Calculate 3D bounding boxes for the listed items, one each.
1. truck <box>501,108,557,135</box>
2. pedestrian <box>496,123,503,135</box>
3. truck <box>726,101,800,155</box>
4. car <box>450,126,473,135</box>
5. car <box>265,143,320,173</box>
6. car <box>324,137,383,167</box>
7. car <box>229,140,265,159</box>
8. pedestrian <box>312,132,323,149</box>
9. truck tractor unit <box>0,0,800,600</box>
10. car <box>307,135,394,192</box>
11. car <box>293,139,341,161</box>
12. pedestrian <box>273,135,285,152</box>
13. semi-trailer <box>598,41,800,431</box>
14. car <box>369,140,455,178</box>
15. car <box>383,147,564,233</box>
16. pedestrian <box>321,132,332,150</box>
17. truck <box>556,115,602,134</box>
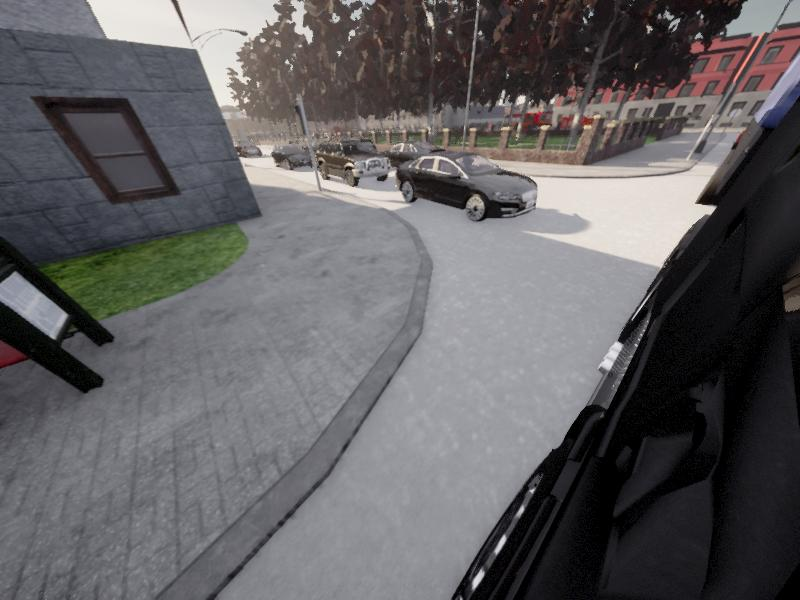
[{"bbox_3d":[24.970,-34.872,45.353,2.891,3.827,8.468,-28,44,-30],"label":"truck"},{"bbox_3d":[19.496,-33.473,45.255,0.751,1.860,0.751,-14,38,-15],"label":"pedestrian"},{"bbox_3d":[23.983,-11.005,14.748,5.204,2.467,2.627,-28,44,-30],"label":"truck"},{"bbox_3d":[14.781,-41.008,56.001,2.152,1.651,5.027,-28,44,-30],"label":"car"},{"bbox_3d":[-7.995,-10.556,16.963,1.837,1.490,4.892,-28,44,-30],"label":"car"},{"bbox_3d":[-3.651,-11.518,17.862,2.033,1.649,4.856,-30,44,-31],"label":"car"},{"bbox_3d":[-17.480,-17.243,26.357,2.033,1.649,4.856,-29,44,-31],"label":"car"},{"bbox_3d":[-11.175,-21.690,31.477,0.751,1.860,0.751,-28,44,-29],"label":"pedestrian"},{"bbox_3d":[2.645,-0.295,0.351,6.516,4.208,3.053,-28,44,-30],"label":"truck tractor unit"},{"bbox_3d":[-2.549,-7.009,11.564,1.932,1.855,4.605,-28,45,-30],"label":"car"},{"bbox_3d":[-8.015,-14.513,22.223,2.128,1.511,4.902,-30,45,-32],"label":"car"},{"bbox_3d":[-16.420,-21.270,31.419,0.751,1.860,0.751,-29,44,-31],"label":"pedestrian"},{"bbox_3d":[8.690,-3.613,4.233,14.254,4.402,2.717,-28,44,-30],"label":"semi-trailer"},{"bbox_3d":[0.532,-8.431,13.585,2.128,1.511,4.902,-28,44,-30],"label":"car"},{"bbox_3d":[1.791,-3.773,7.301,2.128,1.511,4.902,-26,43,-28],"label":"car"},{"bbox_3d":[-9.525,-20.550,29.855,0.751,1.860,0.751,-28,44,-30],"label":"pedestrian"},{"bbox_3d":[30.889,-30.299,40.020,2.627,2.467,5.204,-29,44,-30],"label":"truck"}]
